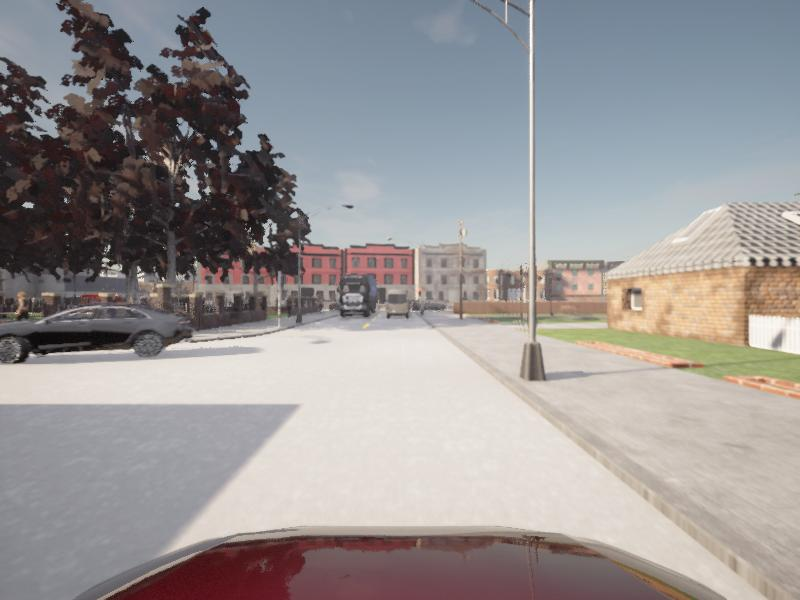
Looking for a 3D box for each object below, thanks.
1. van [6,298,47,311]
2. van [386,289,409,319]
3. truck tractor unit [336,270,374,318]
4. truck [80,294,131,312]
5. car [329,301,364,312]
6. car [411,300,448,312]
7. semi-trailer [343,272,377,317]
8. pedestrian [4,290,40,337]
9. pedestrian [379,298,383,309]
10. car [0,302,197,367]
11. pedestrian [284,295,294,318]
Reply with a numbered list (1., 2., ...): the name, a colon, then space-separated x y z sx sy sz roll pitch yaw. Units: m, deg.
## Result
1. van: -56.101 0.645 60.092 4.442 1.987 1.775 0 0 0
2. van: -0.176 0.350 36.575 1.988 2.561 5.915 0 0 1
3. truck tractor unit: -4.222 -0.488 38.550 3.053 4.208 6.516 0 0 -1
4. truck: -41.250 0.397 56.155 5.204 2.467 2.627 0 0 0
5. car: -7.521 0.911 56.285 4.674 1.442 1.812 0 0 0
6. car: 4.176 0.798 56.805 4.611 1.667 2.242 0 -1 -23
7. semi-trailer: -4.330 -0.582 46.462 2.717 4.402 14.254 0 0 -1
8. pedestrian: -15.265 0.546 16.173 0.751 1.860 0.751 0 0 1
9. pedestrian: -3.101 0.581 65.054 0.751 1.860 0.751 0 0 -4
10. car: -8.532 0.844 11.220 4.902 1.511 2.128 0 1 -23
11. pedestrian: -9.277 0.558 33.484 0.751 1.860 0.751 0 0 -12
